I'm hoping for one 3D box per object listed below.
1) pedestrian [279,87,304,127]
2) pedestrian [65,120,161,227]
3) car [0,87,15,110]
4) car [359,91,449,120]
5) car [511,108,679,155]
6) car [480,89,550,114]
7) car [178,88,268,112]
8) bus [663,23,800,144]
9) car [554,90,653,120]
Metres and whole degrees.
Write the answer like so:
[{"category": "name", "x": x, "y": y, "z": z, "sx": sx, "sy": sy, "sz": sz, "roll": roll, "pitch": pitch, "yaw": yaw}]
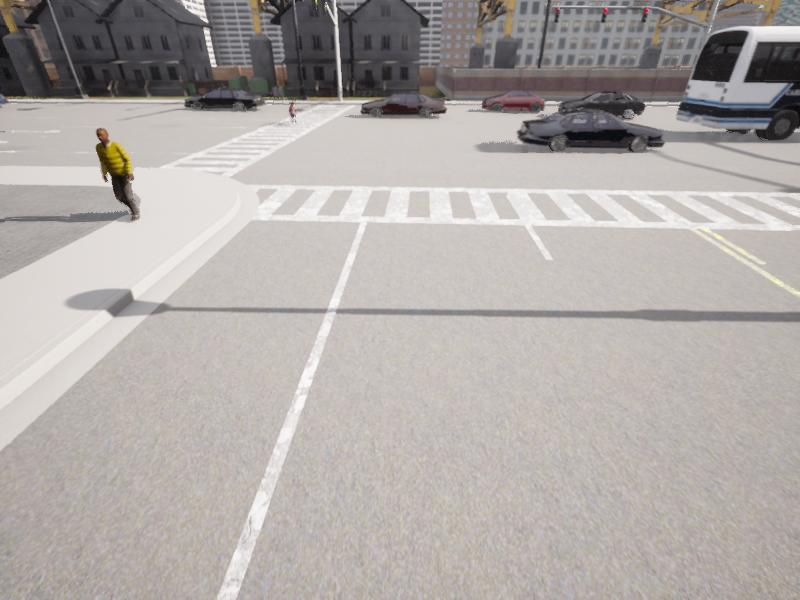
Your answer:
[{"category": "pedestrian", "x": -5.730, "y": -10.247, "z": 21.232, "sx": 0.751, "sy": 1.860, "sz": 0.751, "roll": 7, "pitch": 32, "yaw": 12}, {"category": "pedestrian", "x": -5.517, "y": -2.458, "z": 7.829, "sx": 0.751, "sy": 1.860, "sz": 0.751, "roll": -1, "pitch": 31, "yaw": -1}, {"category": "car", "x": -32.067, "y": -14.805, "z": 29.396, "sx": 5.357, "sy": 1.411, "sz": 2.033, "roll": 1, "pitch": 31, "yaw": 2}, {"category": "car", "x": 0.249, "y": -12.202, "z": 25.028, "sx": 5.357, "sy": 1.411, "sz": 2.033, "roll": 1, "pitch": 31, "yaw": 2}, {"category": "car", "x": 7.372, "y": -6.649, "z": 15.687, "sx": 5.357, "sy": 1.411, "sz": 2.033, "roll": 1, "pitch": 31, "yaw": 2}, {"category": "car", "x": 7.843, "y": -13.790, "z": 27.726, "sx": 4.181, "sy": 1.385, "sz": 1.994, "roll": 1, "pitch": 31, "yaw": 2}, {"category": "car", "x": -12.528, "y": -14.314, "z": 28.576, "sx": 5.357, "sy": 1.411, "sz": 2.033, "roll": 1, "pitch": 31, "yaw": 2}, {"category": "bus", "x": 18.564, "y": -9.451, "z": 17.607, "sx": 10.273, "sy": 4.253, "sz": 3.944, "roll": 1, "pitch": 31, "yaw": 2}, {"category": "car", "x": 12.312, "y": -11.941, "z": 24.494, "sx": 4.892, "sy": 1.490, "sz": 1.837, "roll": 1, "pitch": 31, "yaw": 2}]
